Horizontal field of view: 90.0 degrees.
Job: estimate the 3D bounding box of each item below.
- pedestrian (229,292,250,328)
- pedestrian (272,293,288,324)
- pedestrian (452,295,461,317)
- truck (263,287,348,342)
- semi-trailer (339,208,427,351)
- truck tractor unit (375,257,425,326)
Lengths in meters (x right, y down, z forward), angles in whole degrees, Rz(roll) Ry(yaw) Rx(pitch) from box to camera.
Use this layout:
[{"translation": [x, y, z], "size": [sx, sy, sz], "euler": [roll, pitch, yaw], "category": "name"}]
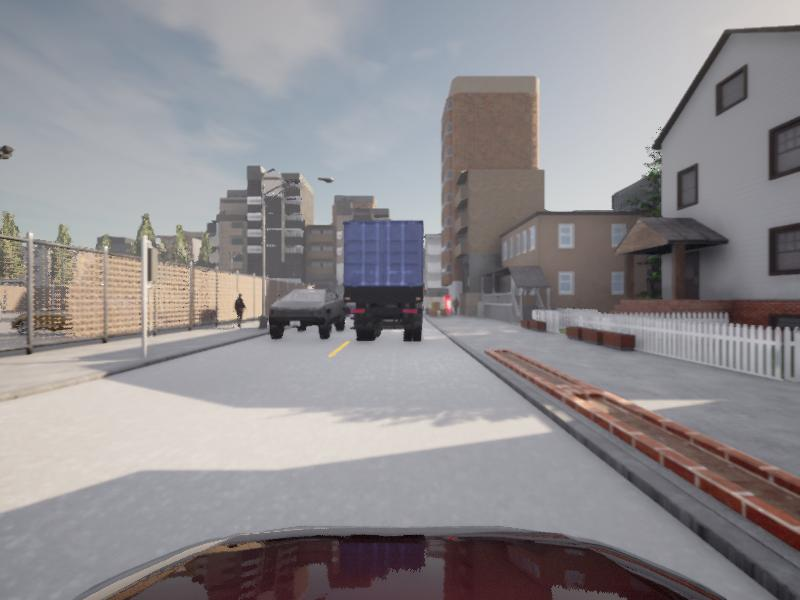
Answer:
[{"translation": [-8.422, 0.526, 20.971], "size": [0.751, 1.860, 0.751], "euler": [0, 0, 11], "category": "pedestrian"}, {"translation": [-7.344, 0.524, 24.495], "size": [0.751, 1.860, 0.751], "euler": [0, 0, -31], "category": "pedestrian"}, {"translation": [4.938, 0.512, 35.202], "size": [0.751, 1.860, 0.751], "euler": [0, 0, 7], "category": "pedestrian"}, {"translation": [-3.994, 0.536, 18.335], "size": [2.390, 2.098, 6.274], "euler": [0, 0, 0], "category": "truck"}, {"translation": [-0.251, -0.625, 19.557], "size": [2.717, 4.402, 14.254], "euler": [0, 0, 2], "category": "semi-trailer"}, {"translation": [-0.009, -0.530, 27.463], "size": [3.053, 4.208, 6.516], "euler": [0, 0, 0], "category": "truck tractor unit"}]
